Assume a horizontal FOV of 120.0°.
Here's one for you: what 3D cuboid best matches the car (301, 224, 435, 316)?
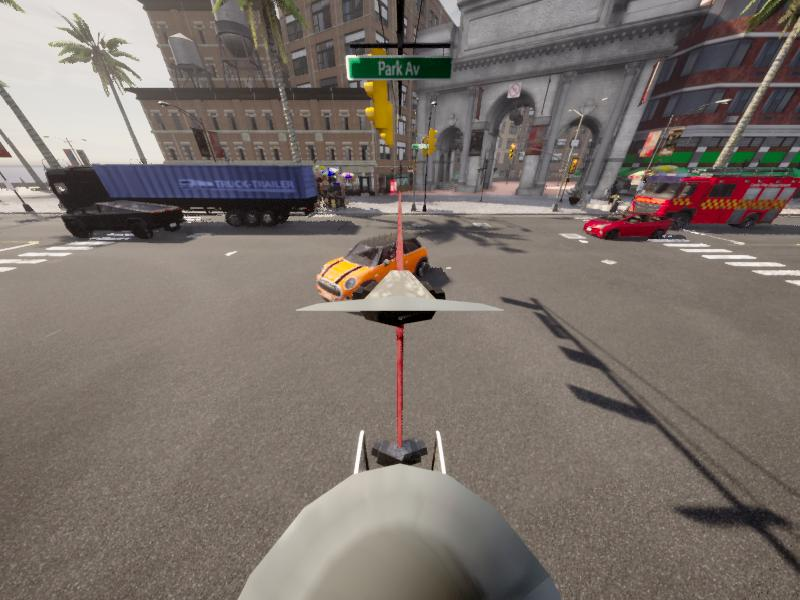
[{"bbox_3d":[-0.887,-1.475,8.766,2.097,1.767,4.553,24,38,35],"label":"car"}]

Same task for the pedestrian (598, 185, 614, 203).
[{"bbox_3d":[24.969,-12.840,28.050,0.751,1.860,0.751,12,32,20],"label":"pedestrian"}]

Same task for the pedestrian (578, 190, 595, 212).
[{"bbox_3d":[18.049,-9.579,22.383,0.751,1.860,0.751,18,35,28],"label":"pedestrian"}]

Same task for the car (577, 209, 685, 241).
[{"bbox_3d":[14.633,-4.882,14.935,4.514,1.525,2.007,0,30,1],"label":"car"}]

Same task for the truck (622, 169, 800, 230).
[{"bbox_3d":[22.997,-7.583,17.314,8.468,3.827,2.891,0,30,1],"label":"truck"}]

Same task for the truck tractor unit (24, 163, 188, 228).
[{"bbox_3d":[-21.636,-8.000,17.646,6.516,4.208,3.053,0,30,0],"label":"truck tractor unit"}]

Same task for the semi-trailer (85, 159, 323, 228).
[{"bbox_3d":[-13.720,-8.047,17.521,14.254,4.402,2.717,0,30,1],"label":"semi-trailer"}]

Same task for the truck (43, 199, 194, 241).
[{"bbox_3d":[-17.933,-5.292,15.072,6.274,2.098,2.390,1,30,2],"label":"truck"}]
